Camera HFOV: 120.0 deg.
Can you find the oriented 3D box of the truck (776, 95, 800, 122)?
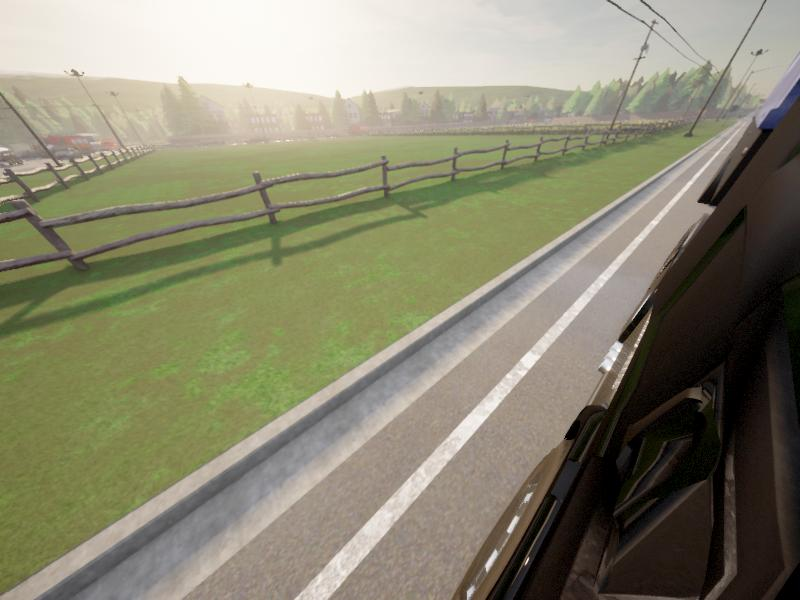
[{"bbox_3d":[74.460,-35.798,43.108,8.468,3.827,2.891,-28,44,-30],"label":"truck"}]

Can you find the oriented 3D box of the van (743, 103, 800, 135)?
[{"bbox_3d":[40.169,-19.625,25.058,6.366,2.431,2.351,-28,44,-30],"label":"van"}]

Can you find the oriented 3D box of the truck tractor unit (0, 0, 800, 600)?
[{"bbox_3d":[2.645,-0.295,0.352,6.516,4.208,3.053,-28,44,-30],"label":"truck tractor unit"}]

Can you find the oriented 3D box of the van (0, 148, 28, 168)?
[{"bbox_3d":[-52.399,-18.645,30.312,2.069,2.038,4.480,-27,43,-29],"label":"van"}]

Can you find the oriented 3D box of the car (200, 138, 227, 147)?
[{"bbox_3d":[-49.393,-41.753,61.203,5.238,1.638,1.930,-28,44,-29],"label":"car"}]

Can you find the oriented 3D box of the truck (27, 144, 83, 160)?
[{"bbox_3d":[-66.227,-28.746,44.635,2.390,2.098,6.274,-9,37,-9],"label":"truck"}]

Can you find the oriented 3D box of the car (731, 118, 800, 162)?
[{"bbox_3d":[20.959,-9.020,12.907,5.027,1.651,2.152,-28,44,-30],"label":"car"}]

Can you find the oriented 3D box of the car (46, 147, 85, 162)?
[{"bbox_3d":[-55.853,-24.457,38.701,2.242,1.667,4.611,-25,42,-26],"label":"car"}]

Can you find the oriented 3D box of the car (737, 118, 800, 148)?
[{"bbox_3d":[27.237,-12.322,16.996,4.792,1.488,2.163,-28,44,-30],"label":"car"}]

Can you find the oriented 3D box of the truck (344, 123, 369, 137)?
[{"bbox_3d":[-15.976,-63.096,85.537,8.468,3.827,2.891,-28,44,-29],"label":"truck"}]

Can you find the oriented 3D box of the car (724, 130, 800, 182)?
[{"bbox_3d":[15.687,-6.092,9.596,4.181,1.385,1.994,-28,44,-30],"label":"car"}]

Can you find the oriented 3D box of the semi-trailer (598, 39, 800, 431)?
[{"bbox_3d":[8.689,-3.624,4.218,14.254,4.402,2.717,-28,44,-30],"label":"semi-trailer"}]

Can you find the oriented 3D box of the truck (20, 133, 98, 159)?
[{"bbox_3d":[-70.064,-32.144,47.977,2.891,3.827,8.468,-3,37,-1],"label":"truck"}]

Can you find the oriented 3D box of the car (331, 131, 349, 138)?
[{"bbox_3d":[-20.658,-56.943,79.568,5.366,1.575,1.801,-28,44,-29],"label":"car"}]

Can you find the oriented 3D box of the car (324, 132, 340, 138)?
[{"bbox_3d":[-23.921,-57.940,81.121,5.008,1.535,1.882,-28,44,-29],"label":"car"}]

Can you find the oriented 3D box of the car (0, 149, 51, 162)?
[{"bbox_3d":[-73.115,-28.379,45.248,2.152,1.651,5.027,-7,37,-5],"label":"car"}]
